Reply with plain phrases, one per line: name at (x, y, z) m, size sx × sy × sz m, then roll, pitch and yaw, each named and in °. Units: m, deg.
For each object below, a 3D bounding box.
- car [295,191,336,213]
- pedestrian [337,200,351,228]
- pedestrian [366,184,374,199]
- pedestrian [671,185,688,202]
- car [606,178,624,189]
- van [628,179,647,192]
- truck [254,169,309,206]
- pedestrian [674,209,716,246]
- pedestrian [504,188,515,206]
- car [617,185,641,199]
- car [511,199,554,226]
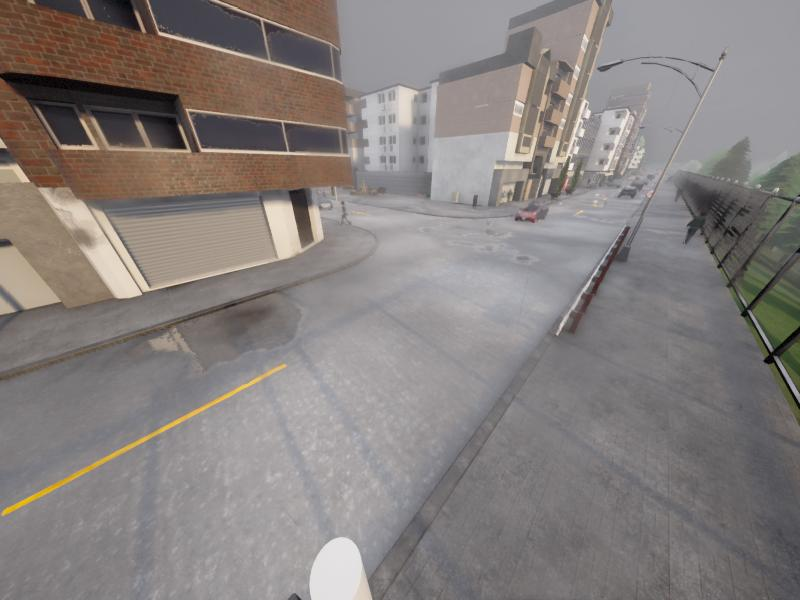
car at (-9.329, -10.849, 25.377) m, size 2.033 × 1.649 × 4.856 m, roll -26°, pitch 39°, yaw -37°
pedestrian at (-4.155, -6.408, 17.179) m, size 0.751 × 1.860 × 0.751 m, roll -10°, pitch 32°, yaw -17°
pedestrian at (-4.301, -15.567, 33.060) m, size 0.751 × 1.860 × 0.751 m, roll 26°, pitch 39°, yaw 37°
pedestrian at (36.551, -13.920, 30.207) m, size 0.751 × 1.860 × 0.751 m, roll -26°, pitch 39°, yaw -37°
car at (47.427, -25.700, 50.940) m, size 4.553 × 1.767 × 2.097 m, roll -27°, pitch 39°, yaw -38°
van at (46.206, -22.349, 44.936) m, size 4.442 × 1.987 × 1.775 m, roll -27°, pitch 39°, yaw -38°
truck at (-15.596, -14.898, 30.194) m, size 2.891 × 3.827 × 8.468 m, roll -26°, pitch 39°, yaw -38°
pedestrian at (16.970, -4.160, 13.303) m, size 0.751 × 1.860 × 0.751 m, roll -20°, pitch 36°, yaw -31°
pedestrian at (12.756, -12.057, 26.982) m, size 0.751 × 1.860 × 0.751 m, roll 10°, pitch 32°, yaw 17°
car at (35.626, -16.850, 35.895) m, size 4.892 × 1.490 × 1.837 m, roll -27°, pitch 39°, yaw -38°
car at (11.368, -7.564, 19.787) m, size 3.633 × 1.501 × 1.845 m, roll -26°, pitch 39°, yaw -38°
